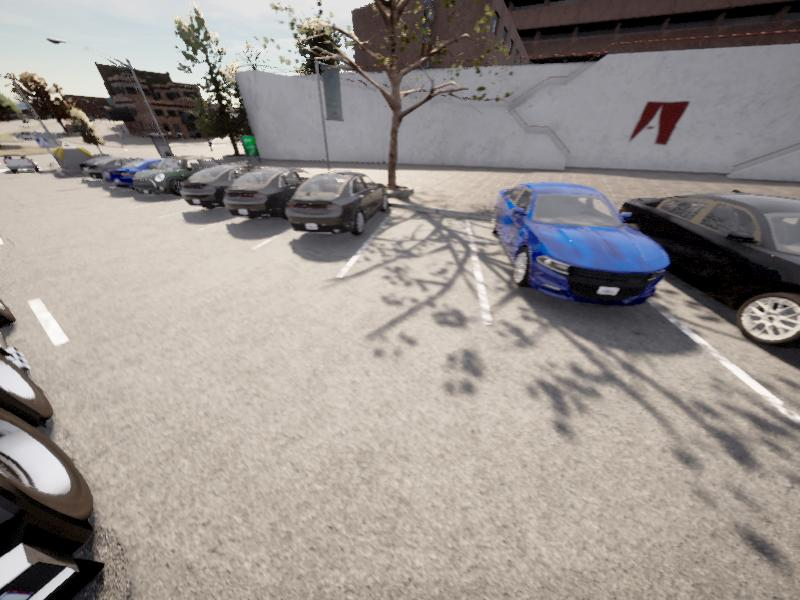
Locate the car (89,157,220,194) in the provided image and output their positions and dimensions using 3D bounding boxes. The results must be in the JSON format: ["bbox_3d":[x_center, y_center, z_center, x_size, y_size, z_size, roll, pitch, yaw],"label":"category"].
[{"bbox_3d":[-14.307,-7.724,14.061,2.097,1.535,5.008,7,34,11],"label":"car"}]

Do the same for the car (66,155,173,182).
[{"bbox_3d":[-21.648,-10.466,18.227,2.163,1.488,4.792,8,34,13],"label":"car"}]

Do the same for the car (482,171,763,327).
[{"bbox_3d":[3.365,-1.731,5.142,2.097,1.535,5.008,6,34,8],"label":"car"}]

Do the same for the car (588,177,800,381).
[{"bbox_3d":[5.936,-0.904,3.925,2.097,1.535,5.008,6,34,8],"label":"car"}]

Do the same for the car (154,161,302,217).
[{"bbox_3d":[-6.826,-5.084,10.122,2.231,1.521,4.892,7,34,10],"label":"car"}]

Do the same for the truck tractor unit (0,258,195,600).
[{"bbox_3d":[-5.104,-0.303,0.815,6.516,4.208,3.053,18,38,25],"label":"truck tractor unit"}]

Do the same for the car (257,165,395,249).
[{"bbox_3d":[-1.758,-3.383,7.591,2.231,1.521,4.892,6,34,9],"label":"car"}]

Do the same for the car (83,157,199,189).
[{"bbox_3d":[-16.764,-8.596,15.441,2.002,1.452,4.674,8,35,12],"label":"car"}]

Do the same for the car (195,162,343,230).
[{"bbox_3d":[-4.300,-4.229,8.847,2.231,1.521,4.892,6,34,10],"label":"car"}]

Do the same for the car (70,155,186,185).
[{"bbox_3d":[-19.224,-9.542,16.787,2.231,1.521,4.892,8,34,12],"label":"car"}]

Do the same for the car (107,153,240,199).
[{"bbox_3d":[-11.815,-6.955,12.688,2.185,1.767,4.553,8,35,11],"label":"car"}]
